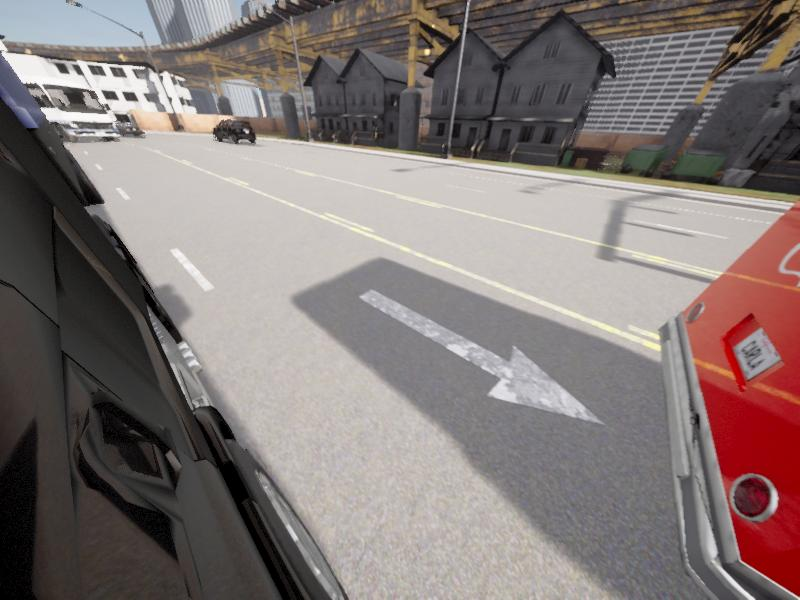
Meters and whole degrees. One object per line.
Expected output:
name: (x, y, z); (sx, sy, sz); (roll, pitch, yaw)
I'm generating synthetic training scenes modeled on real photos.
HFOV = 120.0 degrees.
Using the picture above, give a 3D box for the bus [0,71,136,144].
bus: (-30.430, -16.280, 19.817); (10.273, 4.253, 3.944); (9, 36, 8)

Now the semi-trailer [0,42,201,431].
semi-trailer: (-8.684, -3.621, 4.232); (14.254, 4.402, 2.717); (28, 44, 30)

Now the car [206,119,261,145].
car: (-18.152, -18.346, 25.197); (5.566, 2.045, 2.150); (23, 41, 25)

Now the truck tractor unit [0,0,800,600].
truck tractor unit: (-2.645, -0.295, 0.351); (6.516, 4.208, 3.053); (28, 44, 30)

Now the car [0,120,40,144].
car: (-31.802, -13.055, 17.812); (5.357, 1.411, 2.033); (10, 37, 9)

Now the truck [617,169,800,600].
truck: (4.170, 1.292, 0.143); (5.204, 2.467, 2.627); (29, 44, 30)

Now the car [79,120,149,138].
car: (-32.621, -19.593, 26.465); (5.357, 1.411, 2.033); (7, 37, 5)
